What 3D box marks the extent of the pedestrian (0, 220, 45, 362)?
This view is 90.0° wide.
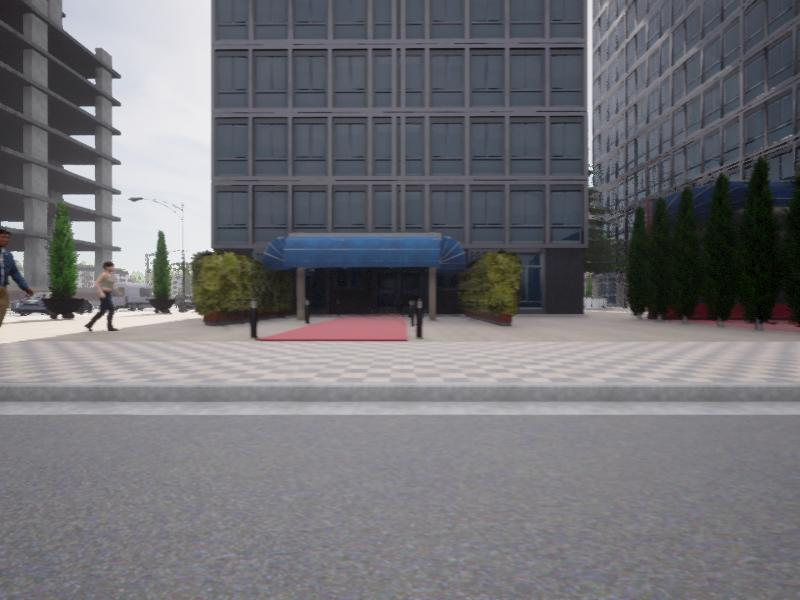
[{"bbox_3d":[-5.633,-0.115,5.547,0.751,1.860,0.751,0,0,-1],"label":"pedestrian"}]

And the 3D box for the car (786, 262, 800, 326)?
[{"bbox_3d":[16.019,-0.197,11.821,6.274,2.098,2.390,0,0,31],"label":"car"}]

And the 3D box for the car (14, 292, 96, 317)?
[{"bbox_3d":[-22.012,0.253,25.736,1.970,1.475,3.806,0,0,0],"label":"car"}]

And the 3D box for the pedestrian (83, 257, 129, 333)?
[{"bbox_3d":[-7.530,-0.118,10.278,0.751,1.860,0.751,0,0,-19],"label":"pedestrian"}]

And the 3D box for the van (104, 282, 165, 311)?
[{"bbox_3d":[-25.432,-0.279,38.664,1.988,2.561,5.915,0,0,0],"label":"van"}]
